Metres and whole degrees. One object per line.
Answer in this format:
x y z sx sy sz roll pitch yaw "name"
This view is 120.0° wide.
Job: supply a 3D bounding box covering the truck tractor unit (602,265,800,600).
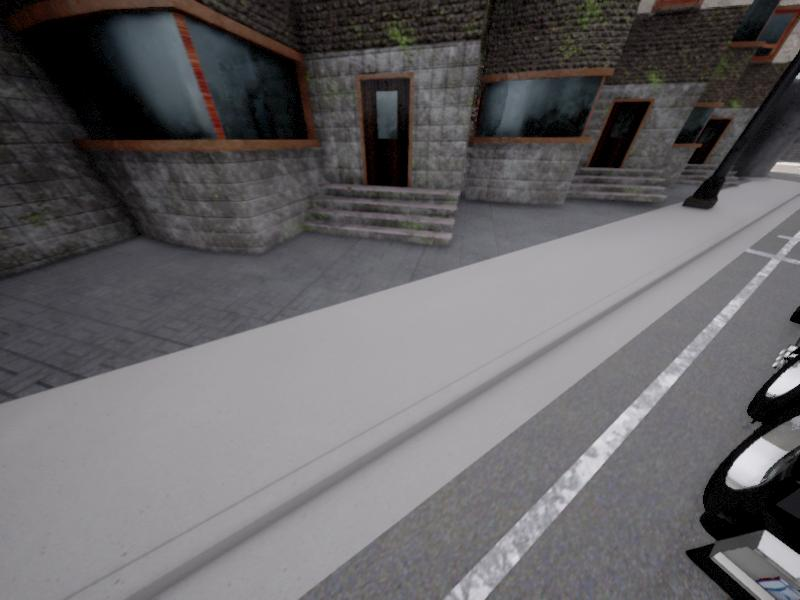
5.110 -0.301 0.783 6.516 4.208 3.053 -18 39 -24 "truck tractor unit"
